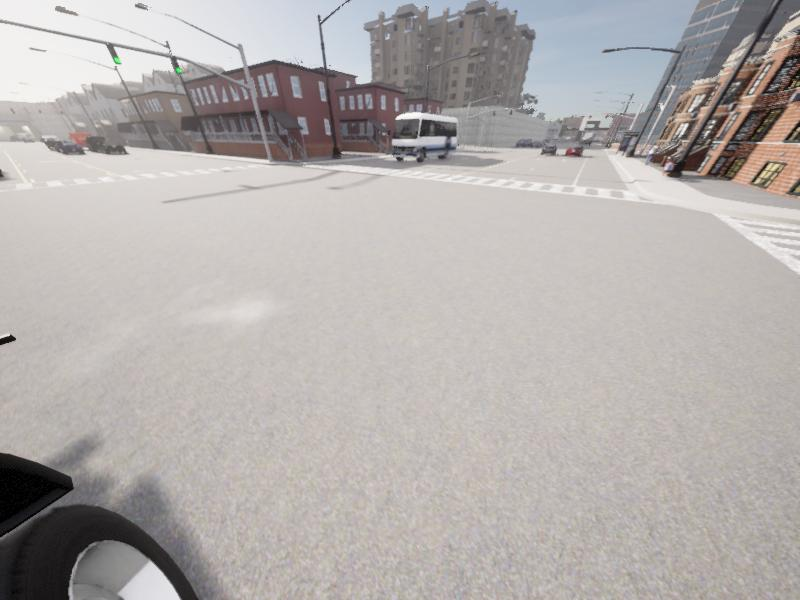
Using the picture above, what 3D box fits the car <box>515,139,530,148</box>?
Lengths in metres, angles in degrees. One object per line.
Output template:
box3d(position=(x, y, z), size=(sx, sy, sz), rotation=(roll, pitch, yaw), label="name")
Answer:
box3d(position=(32.873, -41.985, 61.909), size=(2.150, 2.045, 5.566), rotation=(22, 41, 28), label="car")

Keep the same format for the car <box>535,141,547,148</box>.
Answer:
box3d(position=(39.807, -43.947, 65.193), size=(1.882, 1.535, 5.008), rotation=(22, 41, 28), label="car")

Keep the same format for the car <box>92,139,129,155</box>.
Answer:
box3d(position=(-40.909, -21.690, 32.640), size=(4.553, 1.767, 2.097), rotation=(22, 41, 28), label="car")

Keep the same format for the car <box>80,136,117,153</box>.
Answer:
box3d(position=(-47.076, -24.297, 36.051), size=(5.566, 2.045, 2.150), rotation=(22, 41, 28), label="car")

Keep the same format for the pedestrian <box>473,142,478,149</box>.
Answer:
box3d(position=(17.514, -35.748, 53.494), size=(0.751, 1.300, 0.751), rotation=(27, 43, 32), label="pedestrian")

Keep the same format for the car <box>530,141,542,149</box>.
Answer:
box3d(position=(35.361, -40.311, 59.972), size=(1.789, 1.549, 3.705), rotation=(22, 41, 28), label="car")

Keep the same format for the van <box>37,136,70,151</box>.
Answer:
box3d(position=(-59.303, -26.836, 39.530), size=(4.480, 2.038, 2.069), rotation=(23, 41, 27), label="van")

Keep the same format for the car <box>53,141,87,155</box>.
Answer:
box3d(position=(-45.503, -20.952, 31.852), size=(4.674, 1.442, 1.812), rotation=(22, 41, 28), label="car")

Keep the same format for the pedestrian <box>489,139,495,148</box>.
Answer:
box3d(position=(23.743, -40.426, 59.738), size=(0.751, 1.860, 0.751), rotation=(-22, 41, -28), label="pedestrian")

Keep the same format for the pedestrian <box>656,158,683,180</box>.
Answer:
box3d(position=(16.394, -7.971, 14.094), size=(0.500, 1.100, 0.500), rotation=(15, 38, 19), label="pedestrian")

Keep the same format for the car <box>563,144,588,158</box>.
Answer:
box3d(position=(25.989, -22.067, 34.125), size=(2.163, 1.488, 4.792), rotation=(24, 42, 30), label="car")

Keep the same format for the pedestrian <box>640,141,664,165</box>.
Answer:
box3d(position=(23.767, -13.820, 21.792), size=(0.751, 1.860, 0.751), rotation=(24, 41, 29), label="pedestrian")

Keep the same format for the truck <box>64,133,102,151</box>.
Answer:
box3d(position=(-56.599, -28.318, 41.292), size=(5.204, 2.467, 2.627), rotation=(23, 41, 28), label="truck")

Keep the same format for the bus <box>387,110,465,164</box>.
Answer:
box3d(position=(3.244, -18.445, 26.364), size=(3.944, 4.253, 10.273), rotation=(22, 41, 28), label="bus")

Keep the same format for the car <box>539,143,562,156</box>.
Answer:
box3d(position=(23.740, -23.704, 36.393), size=(2.128, 1.511, 4.902), rotation=(22, 41, 28), label="car")

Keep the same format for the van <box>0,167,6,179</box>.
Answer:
box3d(position=(-27.548, -9.141, 14.364), size=(5.915, 2.561, 1.988), rotation=(22, 41, 28), label="van")
